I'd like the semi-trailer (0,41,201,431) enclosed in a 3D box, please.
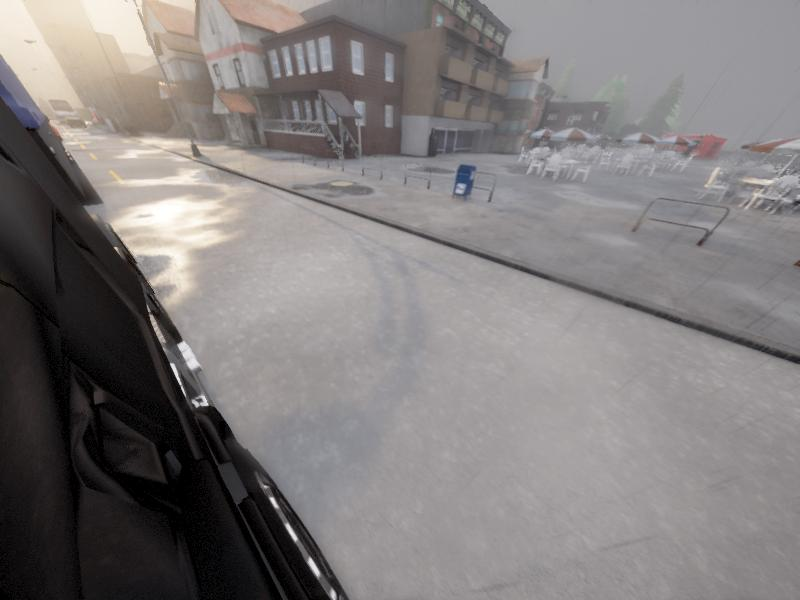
[{"bbox_3d":[-8.700,-3.601,4.230,14.254,4.402,2.717,28,44,30],"label":"semi-trailer"}]

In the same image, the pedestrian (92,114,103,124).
[{"bbox_3d":[-73.494,-43.967,56.061,0.751,1.860,0.751,21,40,23],"label":"pedestrian"}]

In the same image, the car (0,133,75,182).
[{"bbox_3d":[-16.137,-6.293,9.969,4.718,1.301,1.895,28,44,30],"label":"car"}]

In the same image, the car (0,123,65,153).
[{"bbox_3d":[-24.840,-10.965,15.606,4.181,1.385,1.994,28,44,30],"label":"car"}]

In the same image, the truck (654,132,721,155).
[{"bbox_3d":[63.896,-35.188,51.821,8.468,3.827,2.891,28,44,30],"label":"truck"}]

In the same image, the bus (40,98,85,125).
[{"bbox_3d":[-76.224,-42.597,52.258,10.273,4.253,3.944,28,44,30],"label":"bus"}]

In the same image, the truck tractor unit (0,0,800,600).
[{"bbox_3d":[-2.645,-0.295,0.351,6.516,4.208,3.053,28,44,30],"label":"truck tractor unit"}]

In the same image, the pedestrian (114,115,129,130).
[{"bbox_3d":[-46.018,-29.323,38.217,0.751,1.860,0.751,28,43,29],"label":"pedestrian"}]
